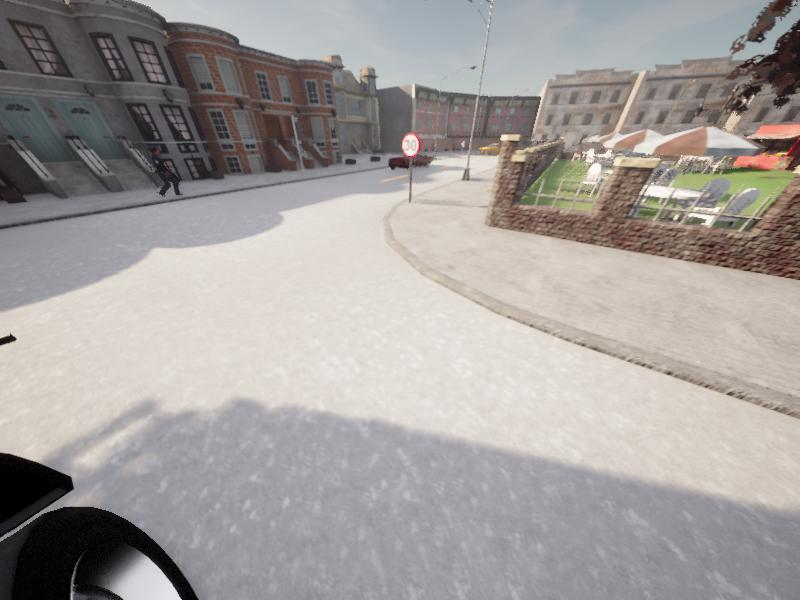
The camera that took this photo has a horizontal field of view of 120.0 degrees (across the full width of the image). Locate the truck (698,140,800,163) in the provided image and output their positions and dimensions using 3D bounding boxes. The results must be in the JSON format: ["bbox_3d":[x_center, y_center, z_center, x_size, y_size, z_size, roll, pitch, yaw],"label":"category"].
[{"bbox_3d":[41.727,-18.079,28.010,6.274,2.098,2.390,20,40,25],"label":"truck"}]

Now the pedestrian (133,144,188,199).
[{"bbox_3d":[-9.598,-5.175,9.330,0.751,1.860,0.751,26,43,32],"label":"pedestrian"}]

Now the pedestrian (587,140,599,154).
[{"bbox_3d":[31.321,-24.857,37.521,0.751,1.860,0.751,25,42,31],"label":"pedestrian"}]

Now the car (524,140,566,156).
[{"bbox_3d":[21.193,-22.276,33.995,4.605,1.855,1.932,-1,32,-2],"label":"car"}]

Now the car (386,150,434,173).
[{"bbox_3d":[0.961,-11.793,19.497,1.895,1.301,4.718,20,40,26],"label":"car"}]

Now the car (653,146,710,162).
[{"bbox_3d":[34.041,-17.820,28.123,3.806,1.475,1.970,19,39,25],"label":"car"}]

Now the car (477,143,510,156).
[{"bbox_3d":[14.343,-23.107,35.420,5.008,1.535,1.882,-21,41,-28],"label":"car"}]

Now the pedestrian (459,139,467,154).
[{"bbox_3d":[9.586,-23.252,35.085,0.751,1.860,0.751,16,38,21],"label":"pedestrian"}]

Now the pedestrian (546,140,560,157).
[{"bbox_3d":[20.088,-19.917,30.439,0.751,1.860,0.751,4,35,5],"label":"pedestrian"}]

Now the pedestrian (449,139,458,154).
[{"bbox_3d":[8.317,-23.805,35.860,0.751,1.860,0.751,-22,41,-29],"label":"pedestrian"}]
